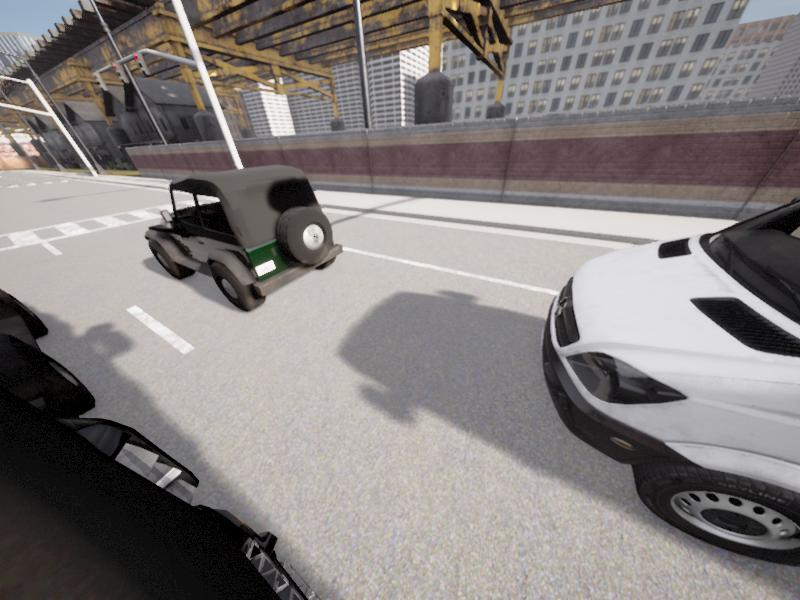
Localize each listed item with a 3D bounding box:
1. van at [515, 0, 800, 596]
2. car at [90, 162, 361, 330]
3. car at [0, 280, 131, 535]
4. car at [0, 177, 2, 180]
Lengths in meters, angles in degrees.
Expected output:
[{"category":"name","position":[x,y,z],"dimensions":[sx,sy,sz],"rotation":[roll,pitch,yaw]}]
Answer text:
[{"category":"van","position":[3.943,0.454,0.581],"dimensions":[5.915,2.561,1.988],"rotation":[17,39,25]},{"category":"car","position":[-2.967,-1.325,4.208],"dimensions":[3.866,1.878,1.905],"rotation":[16,39,26]},{"category":"car","position":[-4.617,0.503,1.717],"dimensions":[3.866,1.878,1.905],"rotation":[16,39,26]},{"category":"car","position":[-54.838,-16.538,30.098],"dimensions":[5.027,1.651,2.152],"rotation":[16,39,26]}]
